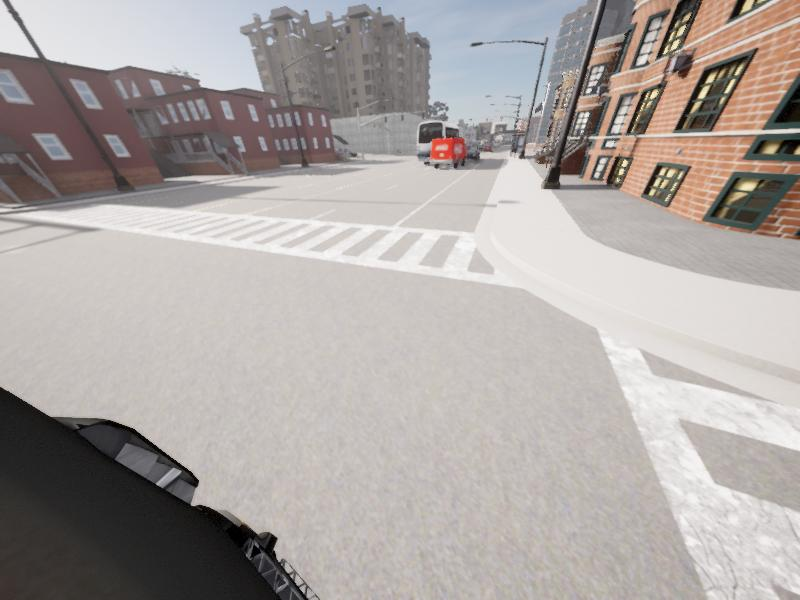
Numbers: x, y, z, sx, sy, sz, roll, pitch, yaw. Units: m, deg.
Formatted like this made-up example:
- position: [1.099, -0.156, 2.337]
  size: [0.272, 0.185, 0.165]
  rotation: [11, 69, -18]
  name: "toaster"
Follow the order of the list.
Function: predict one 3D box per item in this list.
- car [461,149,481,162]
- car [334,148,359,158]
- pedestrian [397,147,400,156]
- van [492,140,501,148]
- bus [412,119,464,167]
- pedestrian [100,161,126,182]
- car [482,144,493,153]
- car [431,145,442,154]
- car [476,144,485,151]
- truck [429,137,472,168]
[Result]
- position: [9.961, -20.156, 32.153]
  size: [1.895, 1.301, 4.718]
  rotation: [10, 36, 19]
  name: "car"
- position: [-12.265, -33.614, 52.757]
  size: [5.238, 1.638, 1.930]
  rotation: [15, 37, 16]
  name: "car"
- position: [-0.372, -36.079, 56.243]
  size: [0.751, 1.860, 0.751]
  rotation: [-3, 34, 0]
  name: "pedestrian"
- position: [35.834, -57.784, 85.414]
  size: [2.351, 2.431, 6.366]
  rotation: [10, 36, 19]
  name: "van"
- position: [5.071, -19.908, 29.503]
  size: [3.944, 4.253, 10.273]
  rotation: [10, 36, 19]
  name: "bus"
- position: [-31.019, -13.889, 24.981]
  size: [0.751, 1.860, 0.751]
  rotation: [9, 36, 18]
  name: "pedestrian"
- position: [20.509, -35.353, 53.862]
  size: [2.007, 1.525, 4.514]
  rotation: [9, 35, 17]
  name: "car"
- position: [10.032, -41.571, 63.674]
  size: [1.932, 1.855, 4.605]
  rotation: [10, 36, 19]
  name: "car"
- position: [23.911, -45.474, 68.865]
  size: [1.970, 1.475, 3.806]
  rotation: [10, 36, 19]
  name: "car"
- position: [5.379, -15.432, 24.328]
  size: [2.627, 2.467, 5.204]
  rotation: [17, 36, 27]
  name: "truck"
